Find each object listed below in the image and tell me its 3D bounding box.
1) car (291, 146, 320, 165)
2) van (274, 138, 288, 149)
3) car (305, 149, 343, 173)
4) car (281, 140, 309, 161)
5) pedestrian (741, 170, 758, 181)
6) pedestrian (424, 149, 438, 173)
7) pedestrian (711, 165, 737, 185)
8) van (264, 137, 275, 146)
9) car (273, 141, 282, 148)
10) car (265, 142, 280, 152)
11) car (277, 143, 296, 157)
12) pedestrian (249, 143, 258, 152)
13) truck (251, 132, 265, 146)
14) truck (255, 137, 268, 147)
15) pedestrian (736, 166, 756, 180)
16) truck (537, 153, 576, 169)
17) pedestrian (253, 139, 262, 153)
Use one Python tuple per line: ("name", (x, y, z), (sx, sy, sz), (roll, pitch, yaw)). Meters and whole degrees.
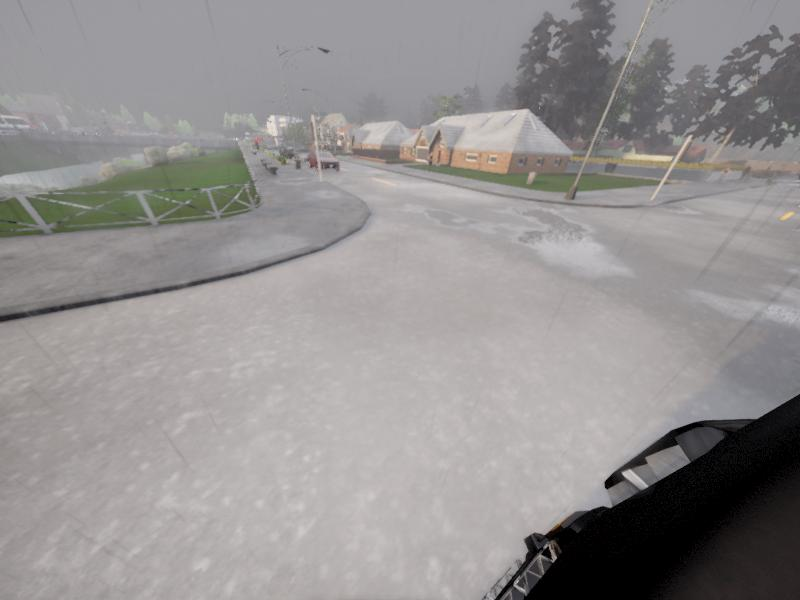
("car", (-10.774, -16.409, 26.211), (2.007, 1.525, 4.514), (-16, 38, -26))
("van", (-33.204, -43.653, 64.314), (2.351, 2.431, 6.366), (-16, 38, -26))
("car", (-6.926, -12.601, 20.818), (1.882, 1.535, 5.008), (-16, 38, -26))
("car", (-13.996, -19.854, 30.634), (2.150, 2.045, 5.566), (-16, 38, -26))
("pedestrian", (50.735, -18.070, 33.570), (0.751, 1.300, 0.751), (-17, 39, -27))
("pedestrian", (2.921, -13.179, 21.949), (0.751, 1.860, 0.751), (-16, 38, -26))
("pedestrian", (35.708, -13.795, 25.490), (0.751, 1.860, 0.751), (-15, 38, -24))
("van", (-49.158, -59.588, 86.852), (2.351, 2.431, 6.366), (-16, 38, -26))
("car", (-37.623, -47.647, 70.785), (1.816, 1.474, 4.193), (-16, 38, -26))
("car", (-27.405, -33.023, 49.704), (2.038, 1.542, 4.974), (-16, 38, -26))
("car", (-17.534, -23.196, 35.739), (1.851, 1.617, 3.988), (-16, 38, -26))
("pedestrian", (-24.673, -25.652, 38.885), (0.751, 1.300, 0.751), (31, 43, 35))
("truck", (-50.102, -56.692, 81.193), (2.891, 3.827, 8.468), (-16, 38, -26))
("truck", (-42.628, -48.638, 70.978), (2.627, 2.467, 5.204), (-16, 38, -26))
("pedestrian", (51.674, -18.983, 34.505), (0.751, 1.860, 0.751), (-17, 39, -27))
("truck", (25.718, -23.007, 38.181), (2.069, 2.038, 4.478), (-16, 38, -26))
("pedestrian", (-22.591, -24.384, 36.653), (0.751, 1.860, 0.751), (-16, 38, -26))
